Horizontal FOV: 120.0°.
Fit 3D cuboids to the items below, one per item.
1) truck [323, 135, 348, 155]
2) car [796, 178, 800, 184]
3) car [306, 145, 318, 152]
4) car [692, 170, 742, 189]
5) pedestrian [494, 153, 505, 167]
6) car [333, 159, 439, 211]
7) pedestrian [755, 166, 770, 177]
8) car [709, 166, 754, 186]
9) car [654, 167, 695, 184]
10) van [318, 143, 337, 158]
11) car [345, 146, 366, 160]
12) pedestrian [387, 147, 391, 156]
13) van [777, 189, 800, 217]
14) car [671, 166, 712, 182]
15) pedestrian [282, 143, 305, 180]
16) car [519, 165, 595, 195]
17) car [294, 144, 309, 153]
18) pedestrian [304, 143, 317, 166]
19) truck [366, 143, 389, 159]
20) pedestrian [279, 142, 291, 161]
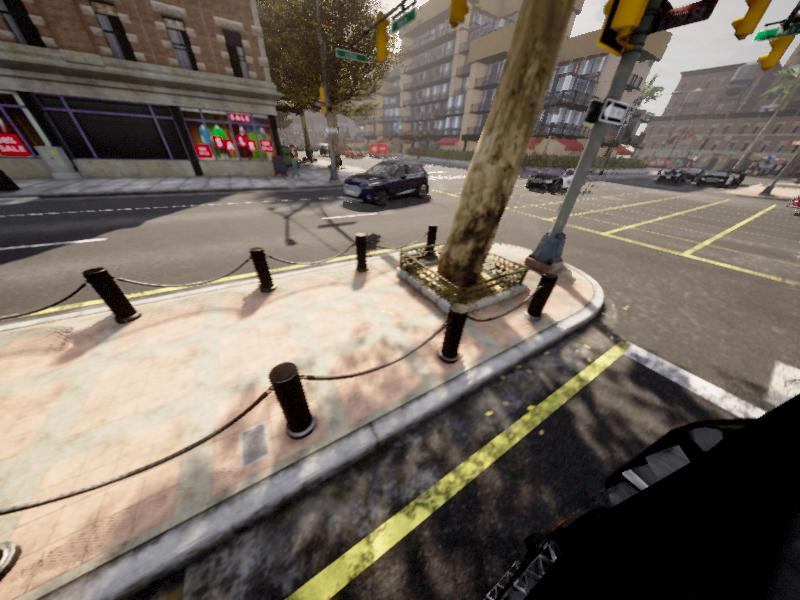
[{"bbox_3d":[-16.090,-38.623,57.379,2.891,3.827,8.468,-17,38,-27],"label":"truck"},{"bbox_3d":[63.871,-18.223,34.523,2.150,2.045,5.566,20,37,24],"label":"car"},{"bbox_3d":[-23.967,-41.370,63.007,1.837,1.490,4.892,-17,38,-27],"label":"car"},{"bbox_3d":[34.750,-13.294,25.293,4.974,1.542,2.038,-17,38,-27],"label":"car"},{"bbox_3d":[15.464,-21.704,35.833,0.751,1.860,0.751,-17,39,-28],"label":"pedestrian"},{"bbox_3d":[-0.435,-5.607,10.889,2.033,1.649,4.856,28,41,31],"label":"car"},{"bbox_3d":[77.521,-27.506,49.405,0.751,1.860,0.751,-8,35,-16],"label":"pedestrian"},{"bbox_3d":[40.125,-15.014,27.986,4.605,1.855,1.932,-16,38,-27],"label":"car"},{"bbox_3d":[33.116,-15.042,27.846,3.806,1.475,1.970,-16,38,-27],"label":"car"},{"bbox_3d":[-13.503,-27.859,42.998,2.069,2.038,4.480,-17,38,-27],"label":"van"},{"bbox_3d":[-8.017,-26.264,41.246,2.097,1.767,4.553,-17,38,-27],"label":"car"},{"bbox_3d":[-2.678,-35.853,55.719,0.751,1.860,0.751,18,37,22],"label":"pedestrian"},{"bbox_3d":[22.564,-4.651,10.921,1.775,1.987,4.442,-17,38,-27],"label":"van"},{"bbox_3d":[38.861,-16.799,30.789,5.238,1.638,1.930,-16,38,-27],"label":"car"},{"bbox_3d":[-6.602,-8.619,14.414,0.751,1.860,0.751,-24,42,-34],"label":"pedestrian"},{"bbox_3d":[11.145,-8.615,16.407,4.974,1.542,2.038,-17,38,-26],"label":"car"},{"bbox_3d":[-25.262,-38.784,59.161,2.152,1.651,5.027,-17,38,-27],"label":"car"},{"bbox_3d":[-8.793,-14.217,22.671,0.751,1.860,0.751,-17,38,-27],"label":"pedestrian"},{"bbox_3d":[-4.750,-30.945,47.936,2.627,2.467,5.204,-17,38,-27],"label":"truck"},{"bbox_3d":[-13.869,-17.943,27.885,0.751,1.860,0.751,-23,41,-33],"label":"pedestrian"}]
